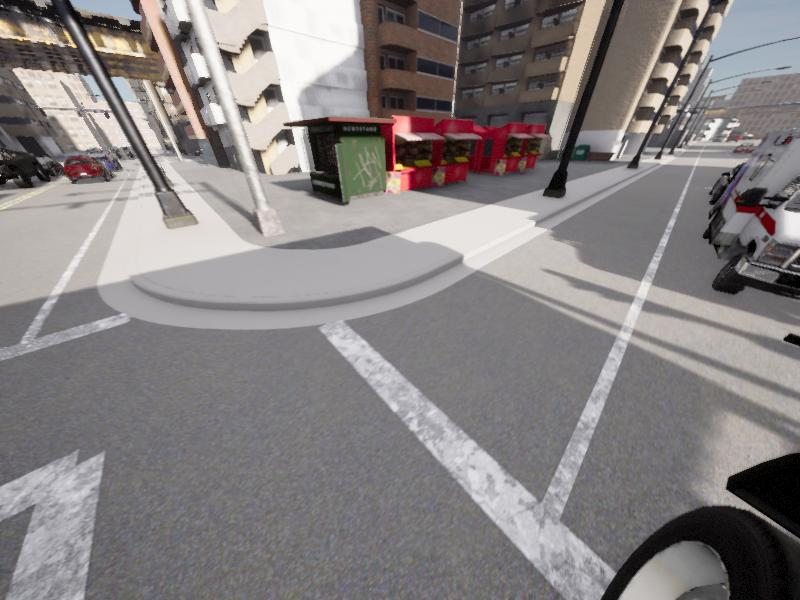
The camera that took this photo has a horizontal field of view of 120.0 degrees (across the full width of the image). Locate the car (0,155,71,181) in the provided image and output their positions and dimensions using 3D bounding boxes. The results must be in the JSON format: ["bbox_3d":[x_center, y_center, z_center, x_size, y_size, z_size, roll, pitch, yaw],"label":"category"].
[{"bbox_3d":[-30.034,-11.044,19.128,2.163,1.488,4.792,-28,43,-33],"label":"car"}]

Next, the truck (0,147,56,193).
[{"bbox_3d":[-25.215,-8.308,14.555,2.390,2.098,6.274,-27,43,-33],"label":"truck"}]

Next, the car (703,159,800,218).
[{"bbox_3d":[14.886,-4.903,9.722,4.902,1.511,2.128,-27,43,-34],"label":"car"}]

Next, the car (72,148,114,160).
[{"bbox_3d":[-54.004,-25.879,40.851,2.038,1.542,4.974,-11,36,-14],"label":"car"}]

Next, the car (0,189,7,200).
[{"bbox_3d":[-19.830,-4.606,9.825,1.895,1.301,4.718,-28,43,-33],"label":"car"}]

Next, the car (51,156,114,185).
[{"bbox_3d":[-22.920,-9.584,16.914,1.812,1.442,4.674,-28,43,-33],"label":"car"}]

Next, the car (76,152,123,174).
[{"bbox_3d":[-29.262,-13.538,22.697,2.163,1.488,4.792,-29,44,-34],"label":"car"}]

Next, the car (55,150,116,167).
[{"bbox_3d":[-39.520,-17.956,29.233,2.128,1.511,4.902,-11,36,-14],"label":"car"}]

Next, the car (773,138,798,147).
[{"bbox_3d":[89.164,-36.427,53.464,4.902,1.511,2.128,-29,44,-33],"label":"car"}]

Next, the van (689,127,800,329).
[{"bbox_3d":[8.182,-1.786,4.390,6.366,2.431,2.351,-28,43,-34],"label":"van"}]

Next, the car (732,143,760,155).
[{"bbox_3d":[65.233,-28.657,43.684,4.611,1.667,2.242,-29,44,-33],"label":"car"}]
